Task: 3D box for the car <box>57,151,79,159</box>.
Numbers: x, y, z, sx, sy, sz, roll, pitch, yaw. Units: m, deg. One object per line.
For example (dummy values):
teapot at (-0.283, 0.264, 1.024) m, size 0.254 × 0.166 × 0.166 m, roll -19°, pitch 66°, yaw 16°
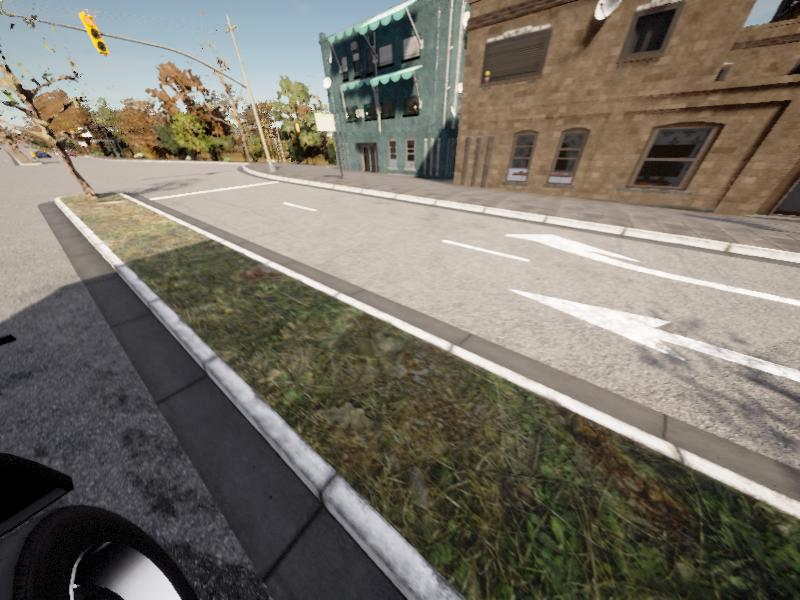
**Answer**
car at (-70.159, -30.743, 48.830) m, size 4.181 × 1.385 × 1.994 m, roll 21°, pitch 40°, yaw 29°
